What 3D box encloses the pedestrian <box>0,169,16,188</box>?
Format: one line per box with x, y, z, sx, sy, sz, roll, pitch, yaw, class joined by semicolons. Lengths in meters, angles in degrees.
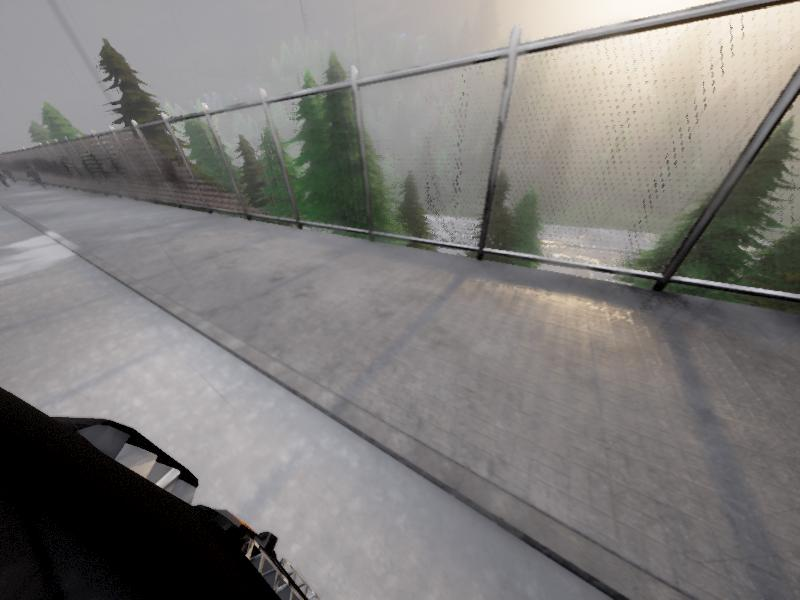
-40.000;-12.259;23.110;0.751;1.860;0.751;18;39;27;pedestrian

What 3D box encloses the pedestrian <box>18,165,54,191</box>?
-31.443;-10.557;19.963;0.751;1.860;0.751;14;38;24;pedestrian

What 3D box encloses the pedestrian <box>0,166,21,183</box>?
-49.369;-15.846;29.117;0.751;1.860;0.751;23;42;33;pedestrian
